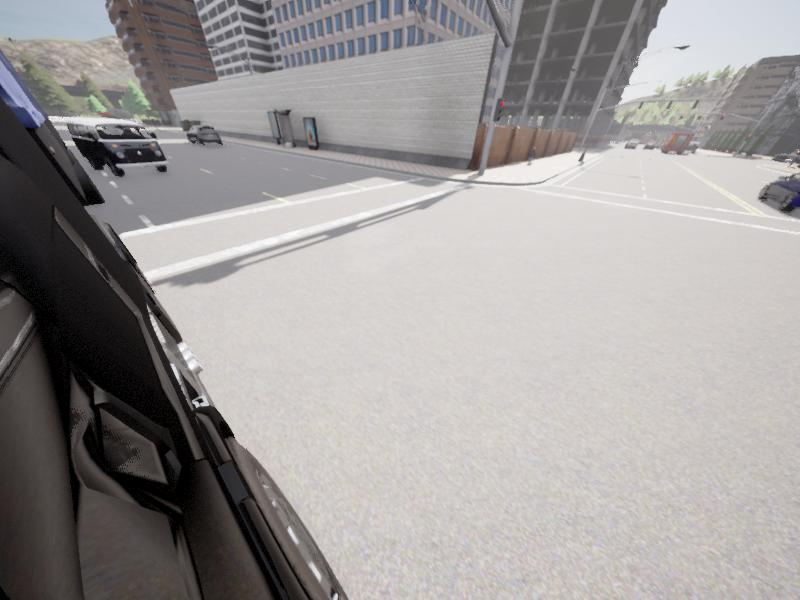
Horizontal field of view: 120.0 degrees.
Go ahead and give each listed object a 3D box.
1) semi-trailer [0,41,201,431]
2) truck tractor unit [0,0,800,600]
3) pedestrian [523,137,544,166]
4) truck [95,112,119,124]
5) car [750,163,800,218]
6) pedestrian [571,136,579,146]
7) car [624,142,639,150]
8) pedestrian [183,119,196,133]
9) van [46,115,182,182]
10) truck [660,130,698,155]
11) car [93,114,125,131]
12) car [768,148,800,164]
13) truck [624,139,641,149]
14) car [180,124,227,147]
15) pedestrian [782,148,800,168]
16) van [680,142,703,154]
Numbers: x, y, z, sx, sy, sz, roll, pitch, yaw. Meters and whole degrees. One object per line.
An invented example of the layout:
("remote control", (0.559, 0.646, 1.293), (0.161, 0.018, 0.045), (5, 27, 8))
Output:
("semi-trailer", (-8.682, -3.617, 4.242), (14.254, 4.402, 2.717), (28, 44, 30))
("truck tractor unit", (-2.645, -0.295, 0.351), (6.516, 4.208, 3.053), (28, 44, 30))
("pedestrian", (10.550, -11.739, 18.231), (0.751, 1.860, 0.751), (25, 42, 27))
("truck", (-79.063, -49.100, 62.425), (2.627, 2.467, 5.204), (-22, 43, -30))
("car", (17.350, -4.533, 9.576), (2.007, 1.525, 4.514), (29, 44, 31))
("pedestrian", (42.309, -38.460, 55.965), (0.751, 1.860, 0.751), (30, 45, 32))
("car", (56.287, -37.451, 56.144), (2.033, 1.411, 5.357), (28, 44, 30))
("pedestrian", (-33.488, -27.670, 36.757), (0.751, 1.860, 0.751), (29, 44, 31))
("van", (-12.584, -6.820, 10.276), (4.480, 2.038, 2.069), (20, 40, 23))
("truck", (57.570, -32.757, 47.913), (2.891, 3.827, 8.468), (28, 44, 30))
("car", (-48.165, -29.318, 38.199), (5.566, 2.045, 2.150), (28, 44, 30))
("car", (62.043, -22.607, 36.239), (3.866, 1.878, 1.905), (28, 43, 29))
("truck", (62.006, -41.614, 61.489), (2.390, 2.098, 6.274), (28, 44, 30))
("car", (-20.034, -16.802, 23.524), (4.856, 1.649, 2.033), (28, 44, 30))
("pedestrian", (45.870, -16.463, 26.730), (0.751, 1.860, 0.751), (29, 44, 31))
("van", (66.128, -34.644, 52.469), (2.069, 2.038, 4.480), (28, 44, 30))
